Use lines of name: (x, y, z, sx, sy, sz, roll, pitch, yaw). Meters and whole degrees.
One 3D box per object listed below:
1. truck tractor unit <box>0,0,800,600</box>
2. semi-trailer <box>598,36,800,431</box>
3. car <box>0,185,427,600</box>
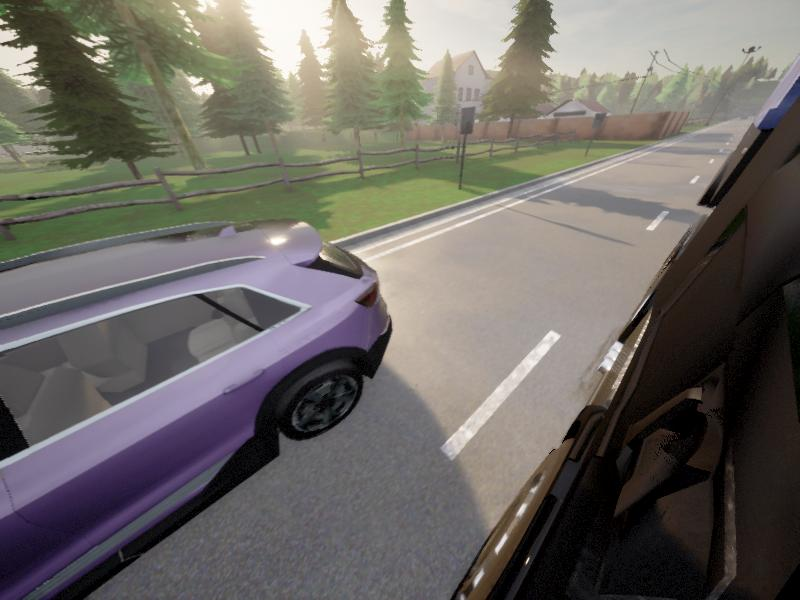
truck tractor unit: (2.645, -0.295, 0.352, 6.516, 4.208, 3.053, -28, 44, -30)
semi-trailer: (8.702, -3.588, 4.244, 14.254, 4.402, 2.717, -28, 43, -30)
car: (-2.283, 0.669, 1.569, 4.856, 1.649, 2.033, -28, 43, -29)
